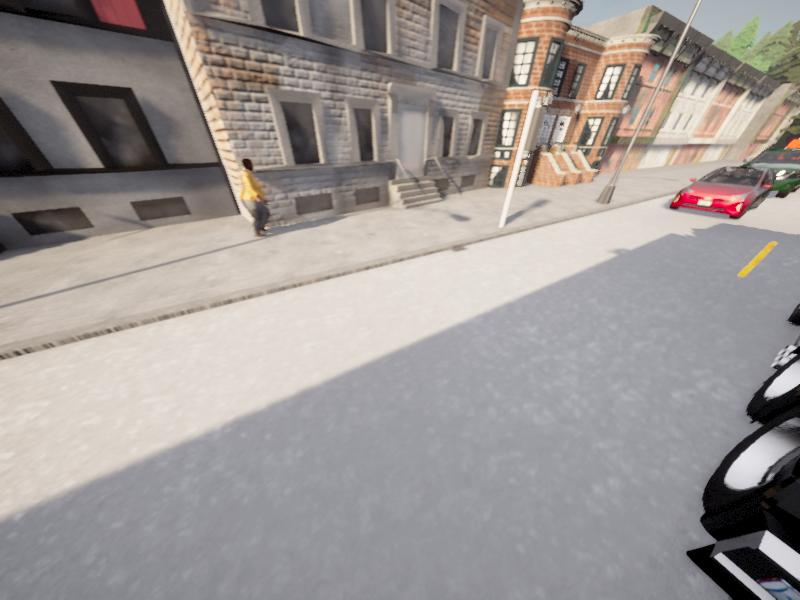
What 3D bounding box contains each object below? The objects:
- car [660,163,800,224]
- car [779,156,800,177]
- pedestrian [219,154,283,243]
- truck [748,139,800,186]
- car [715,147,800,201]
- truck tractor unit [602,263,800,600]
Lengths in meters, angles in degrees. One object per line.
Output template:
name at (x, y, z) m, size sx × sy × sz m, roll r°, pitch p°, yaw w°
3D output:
car at (12.907, -4.359, 9.075) m, size 4.514 × 1.525 × 2.007 m, roll -18°, pitch 39°, yaw -24°
car at (34.313, -11.187, 19.311) m, size 4.718 × 1.301 × 1.895 m, roll -18°, pitch 39°, yaw -25°
pedestrian at (-3.623, -2.513, 5.738) m, size 0.751 × 1.860 × 0.751 m, roll -19°, pitch 39°, yaw -26°
truck at (27.397, -9.440, 15.700) m, size 5.204 × 2.467 × 2.627 m, roll -18°, pitch 39°, yaw -24°
car at (20.006, -6.882, 12.319) m, size 5.566 × 2.045 × 2.150 m, roll -18°, pitch 39°, yaw -25°
truck tractor unit at (5.113, -0.298, 0.789) m, size 6.516 × 4.208 × 3.053 m, roll -18°, pitch 39°, yaw -24°
